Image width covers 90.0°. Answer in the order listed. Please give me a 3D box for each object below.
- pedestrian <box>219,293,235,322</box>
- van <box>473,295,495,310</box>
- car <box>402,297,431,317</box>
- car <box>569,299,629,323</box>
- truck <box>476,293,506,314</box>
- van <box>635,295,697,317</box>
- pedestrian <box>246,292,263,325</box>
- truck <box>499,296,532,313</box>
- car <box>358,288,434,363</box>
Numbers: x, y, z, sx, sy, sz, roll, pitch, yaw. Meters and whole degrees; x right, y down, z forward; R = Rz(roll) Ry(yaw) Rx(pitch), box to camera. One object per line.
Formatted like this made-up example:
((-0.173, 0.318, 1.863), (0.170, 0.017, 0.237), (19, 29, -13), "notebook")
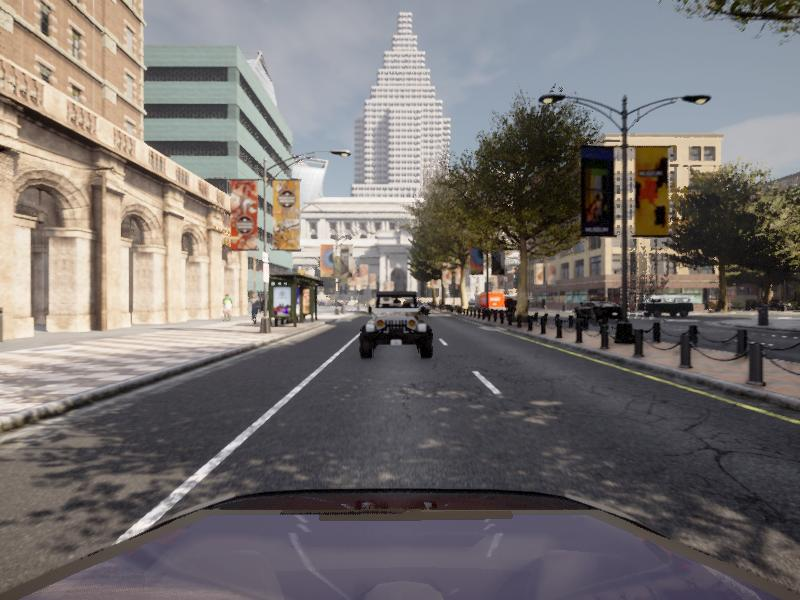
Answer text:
((-11.273, 0.491, 26.089), (0.751, 1.860, 0.751), (0, 0, 4), "pedestrian")
((14.634, 0.390, 70.147), (2.351, 2.431, 6.366), (0, 0, 0), "van")
((1.550, 0.661, 39.626), (1.932, 1.855, 4.605), (0, 0, -11), "car")
((14.823, 0.777, 30.164), (1.930, 1.638, 5.238), (0, 0, 0), "car")
((11.243, 0.366, 49.938), (2.627, 2.467, 5.204), (0, 0, 0), "truck")
((25.202, 0.578, 38.048), (4.480, 2.038, 2.069), (0, 0, 3), "van")
((-8.266, 0.490, 22.741), (0.751, 1.860, 0.751), (0, 0, -9), "pedestrian")
((14.736, 0.552, 51.587), (2.390, 2.098, 6.274), (0, 0, 0), "truck")
((-0.103, 0.649, 12.020), (1.905, 1.878, 3.866), (0, 0, 0), "car")
